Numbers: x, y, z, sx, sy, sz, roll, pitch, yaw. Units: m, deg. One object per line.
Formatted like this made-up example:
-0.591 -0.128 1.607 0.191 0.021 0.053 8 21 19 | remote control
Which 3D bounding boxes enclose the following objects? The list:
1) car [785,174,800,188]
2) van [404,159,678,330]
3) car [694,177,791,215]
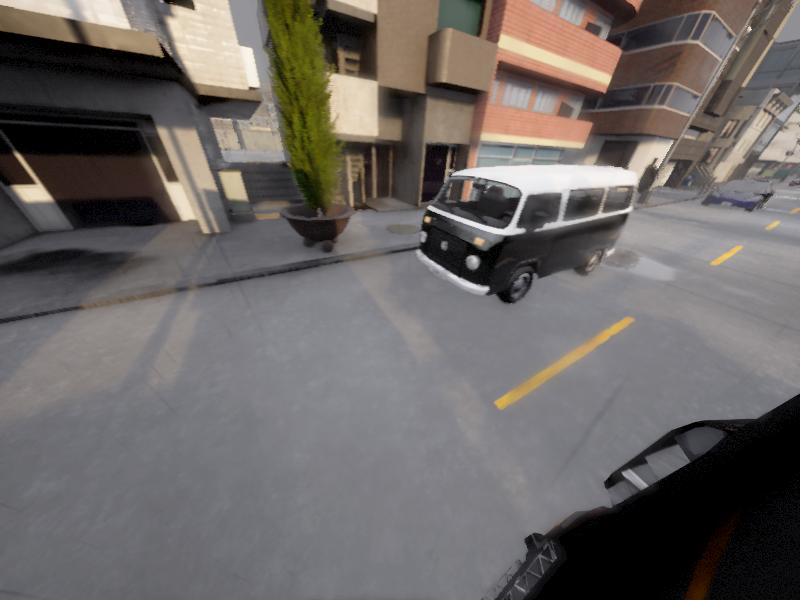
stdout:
52.313 -15.353 29.843 4.193 1.474 1.816 -16 38 -26 | car
2.590 -1.467 4.536 4.480 2.038 2.069 -16 38 -26 | van
19.985 -6.177 13.493 4.792 1.488 2.163 -16 38 -26 | car
